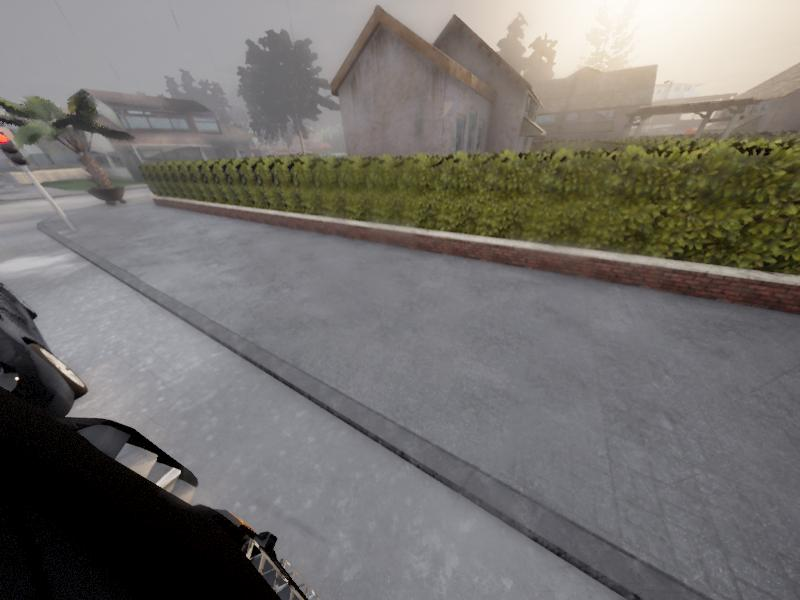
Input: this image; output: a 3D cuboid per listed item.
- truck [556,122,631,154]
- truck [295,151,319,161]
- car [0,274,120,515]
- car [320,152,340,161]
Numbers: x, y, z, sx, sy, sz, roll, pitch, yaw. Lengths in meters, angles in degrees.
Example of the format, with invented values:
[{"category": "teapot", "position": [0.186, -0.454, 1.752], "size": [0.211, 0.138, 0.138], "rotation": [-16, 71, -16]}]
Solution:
[{"category": "truck", "position": [31.493, -26.733, 38.309], "size": [8.468, 3.827, 2.891], "rotation": [16, 38, 26]}, {"category": "truck", "position": [-25.685, -39.757, 63.817], "size": [6.274, 2.098, 2.390], "rotation": [16, 38, 26]}, {"category": "car", "position": [-5.342, 0.496, 2.211], "size": [5.008, 1.535, 1.882], "rotation": [16, 38, 26]}, {"category": "car", "position": [-18.286, -37.416, 60.245], "size": [4.611, 1.667, 2.242], "rotation": [16, 38, 26]}]
